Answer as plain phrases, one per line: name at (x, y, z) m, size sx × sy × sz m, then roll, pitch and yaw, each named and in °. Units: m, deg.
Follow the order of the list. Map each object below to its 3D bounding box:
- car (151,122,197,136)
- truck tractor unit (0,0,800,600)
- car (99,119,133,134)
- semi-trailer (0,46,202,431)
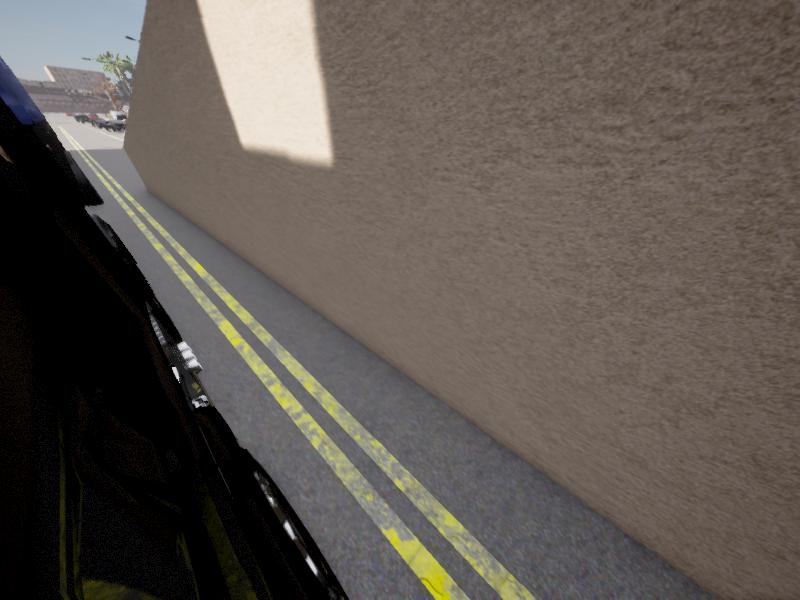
car at (-32.923, -25.006, 33.738) m, size 4.514 × 1.525 × 2.007 m, roll -26°, pitch 45°, yaw -32°
truck tractor unit at (-2.645, -0.295, 0.352) m, size 6.516 × 4.208 × 3.053 m, roll 28°, pitch 44°, yaw 30°
car at (-42.374, -25.920, 34.502) m, size 4.892 × 1.490 × 1.837 m, roll 24°, pitch 42°, yaw 25°
semi-trailer at (-8.710, -3.584, 4.235) m, size 14.254 × 4.402 × 2.717 m, roll 28°, pitch 44°, yaw 30°
